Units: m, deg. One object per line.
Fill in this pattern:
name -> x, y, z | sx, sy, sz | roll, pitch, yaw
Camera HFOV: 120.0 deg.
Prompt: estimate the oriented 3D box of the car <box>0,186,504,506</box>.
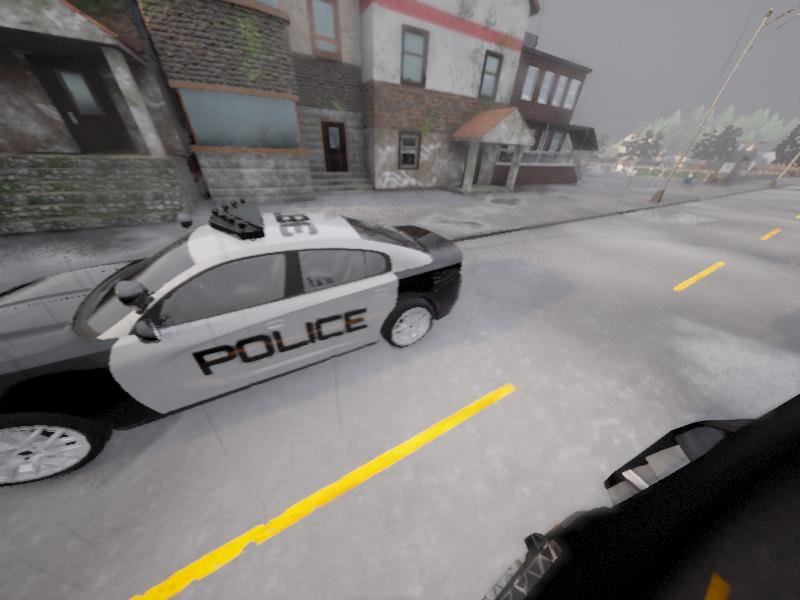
car -> -1.639, -0.162, 2.593 | 5.238, 1.638, 1.930 | -15, 38, -25
